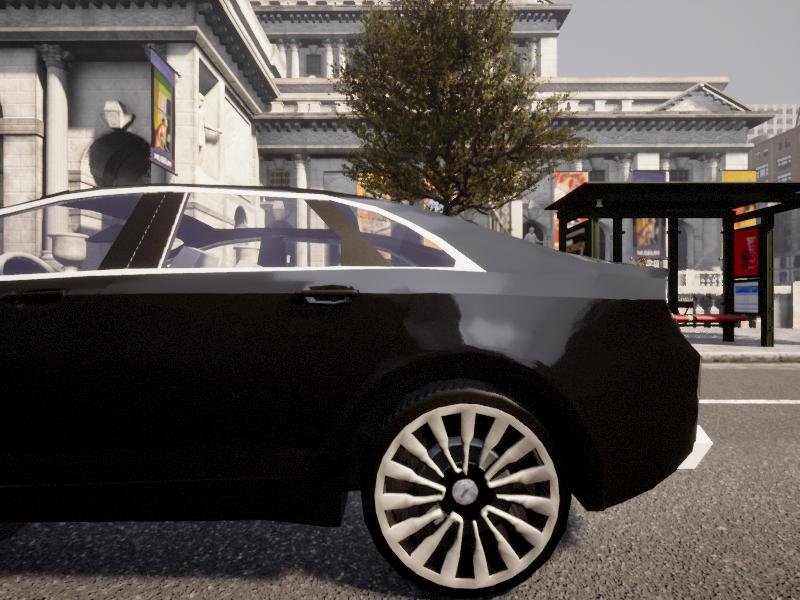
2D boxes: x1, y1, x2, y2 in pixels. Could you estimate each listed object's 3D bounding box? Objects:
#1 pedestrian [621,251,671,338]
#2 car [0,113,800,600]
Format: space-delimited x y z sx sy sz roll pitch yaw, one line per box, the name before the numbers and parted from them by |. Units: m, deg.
pedestrian | 5.520 -0.115 9.029 0.751 1.860 0.751 0 0 12
car | -1.169 0.236 2.211 4.902 1.511 2.128 0 0 1
